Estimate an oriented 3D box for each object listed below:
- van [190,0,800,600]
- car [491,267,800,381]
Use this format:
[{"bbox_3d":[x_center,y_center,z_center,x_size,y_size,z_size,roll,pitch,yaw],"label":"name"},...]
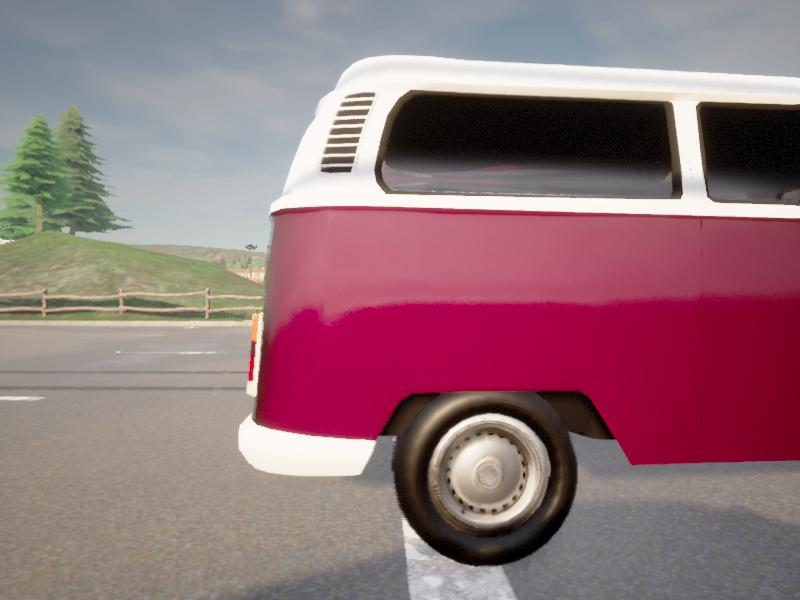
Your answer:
[{"bbox_3d":[1.548,-0.029,2.363,4.480,2.038,2.069,0,0,-4],"label":"van"},{"bbox_3d":[4.411,0.299,6.571,5.357,1.411,2.033,0,0,-14],"label":"car"}]
